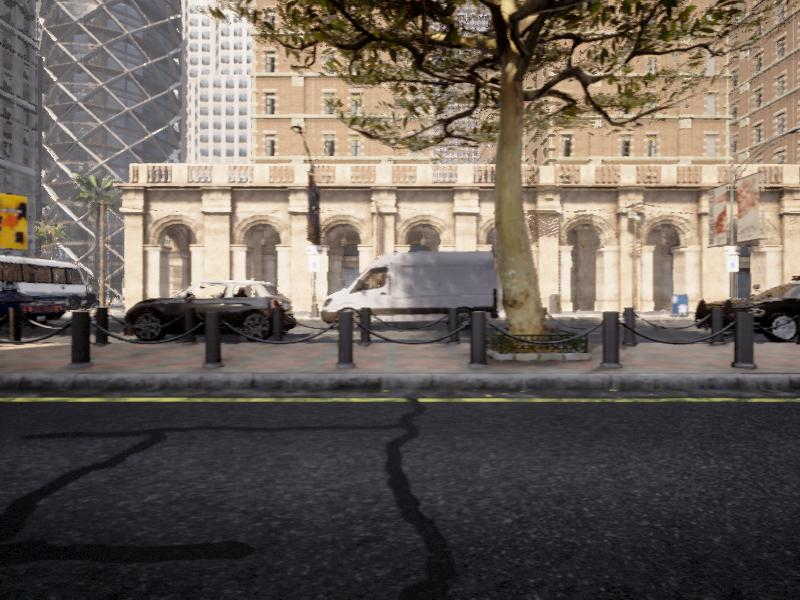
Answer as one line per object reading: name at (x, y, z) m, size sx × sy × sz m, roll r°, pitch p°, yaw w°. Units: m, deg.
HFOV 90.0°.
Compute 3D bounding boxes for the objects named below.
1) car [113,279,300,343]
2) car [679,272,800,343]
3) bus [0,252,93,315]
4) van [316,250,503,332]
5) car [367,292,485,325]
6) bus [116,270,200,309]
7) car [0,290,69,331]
car at (-4.712, 0.251, 10.216) m, size 3.806 × 1.475 × 1.970 m, roll 0°, pitch 0°, yaw 0°
car at (10.412, 0.175, 10.192) m, size 5.238 × 1.638 × 1.930 m, roll 0°, pitch 0°, yaw 0°
bus at (-29.305, -1.146, 30.555) m, size 3.944 × 4.253 × 10.273 m, roll 0°, pitch 0°, yaw -1°
van at (0.287, -0.282, 13.713) m, size 5.915 × 2.561 × 1.988 m, roll -1°, pitch 0°, yaw 0°
car at (1.025, 0.338, 16.957) m, size 4.718 × 1.301 × 1.895 m, roll 0°, pitch 0°, yaw 0°
bus at (-29.088, -1.147, 48.941) m, size 3.944 × 4.253 × 10.273 m, roll 0°, pitch 0°, yaw 0°
car at (-14.517, 0.337, 13.731) m, size 4.718 × 1.301 × 1.895 m, roll 0°, pitch 0°, yaw 0°
